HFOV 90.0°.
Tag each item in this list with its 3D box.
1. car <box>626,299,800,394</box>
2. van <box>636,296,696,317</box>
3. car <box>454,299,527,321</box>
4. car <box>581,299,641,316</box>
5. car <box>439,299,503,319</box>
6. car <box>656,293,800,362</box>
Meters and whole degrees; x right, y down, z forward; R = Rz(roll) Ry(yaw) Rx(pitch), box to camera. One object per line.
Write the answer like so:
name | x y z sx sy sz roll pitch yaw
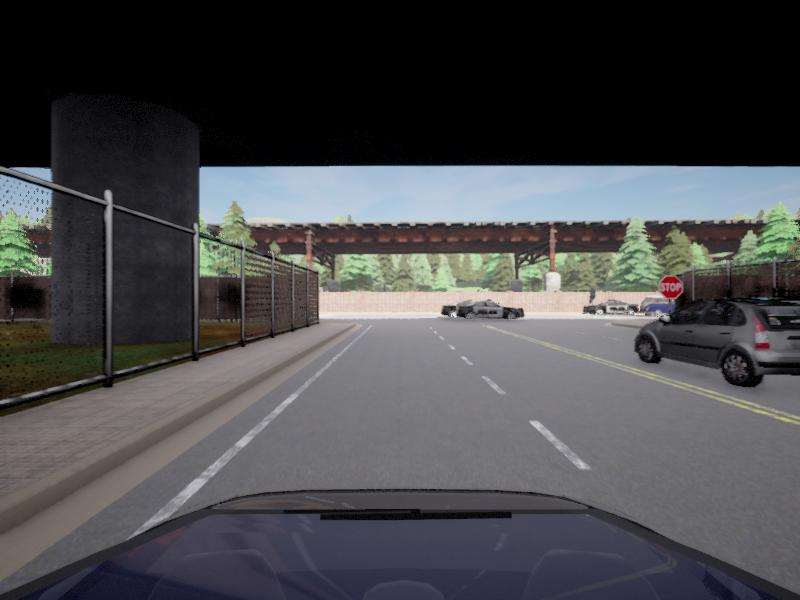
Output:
car | 6.999 0.787 8.755 1.851 1.617 3.988 0 0 0
van | 25.197 0.593 37.972 4.442 1.987 1.775 0 0 1
car | 6.970 0.766 31.250 5.238 1.638 1.930 0 0 1
car | 21.824 0.765 41.512 5.238 1.638 1.930 0 0 1
car | 6.118 0.766 34.765 5.238 1.638 1.930 0 0 1
car | 10.495 0.693 12.483 2.097 1.767 4.553 0 0 0
